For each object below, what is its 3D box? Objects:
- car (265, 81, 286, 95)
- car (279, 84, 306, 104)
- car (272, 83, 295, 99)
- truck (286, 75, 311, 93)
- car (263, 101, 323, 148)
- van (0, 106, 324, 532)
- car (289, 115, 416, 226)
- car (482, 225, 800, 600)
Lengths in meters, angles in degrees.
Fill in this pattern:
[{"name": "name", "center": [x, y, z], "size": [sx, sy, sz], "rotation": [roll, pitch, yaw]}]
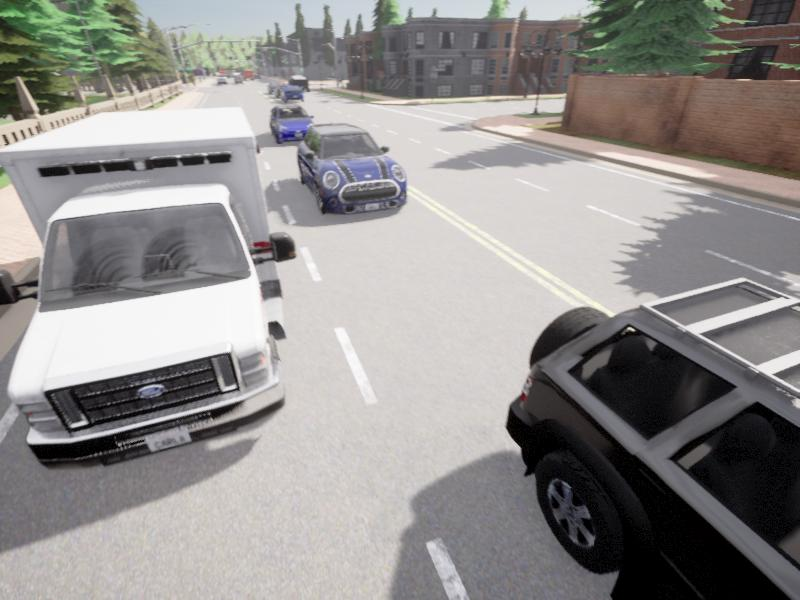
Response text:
[{"name": "car", "center": [-17.056, -29.011, 54.731], "size": [2.033, 1.411, 5.357], "rotation": [-11, 32, -18]}, {"name": "car", "center": [-11.180, -21.336, 41.319], "size": [1.882, 1.535, 5.008], "rotation": [-11, 32, -18]}, {"name": "car", "center": [-13.729, -24.667, 47.128], "size": [1.837, 1.490, 4.892], "rotation": [-11, 32, -17]}, {"name": "truck", "center": [-14.667, -31.123, 57.604], "size": [2.390, 2.098, 6.274], "rotation": [-11, 32, -18]}, {"name": "car", "center": [-5.280, -8.612, 19.399], "size": [2.007, 1.525, 4.514], "rotation": [-11, 32, -18]}, {"name": "van", "center": [-2.966, -0.984, 5.385], "size": [2.351, 2.431, 6.366], "rotation": [-11, 32, -18]}, {"name": "car", "center": [-1.441, -3.673, 10.583], "size": [2.097, 1.767, 4.553], "rotation": [-11, 32, -18]}, {"name": "car", "center": [2.482, 1.432, 1.665], "size": [1.932, 1.855, 4.605], "rotation": [-12, 32, -18]}]
